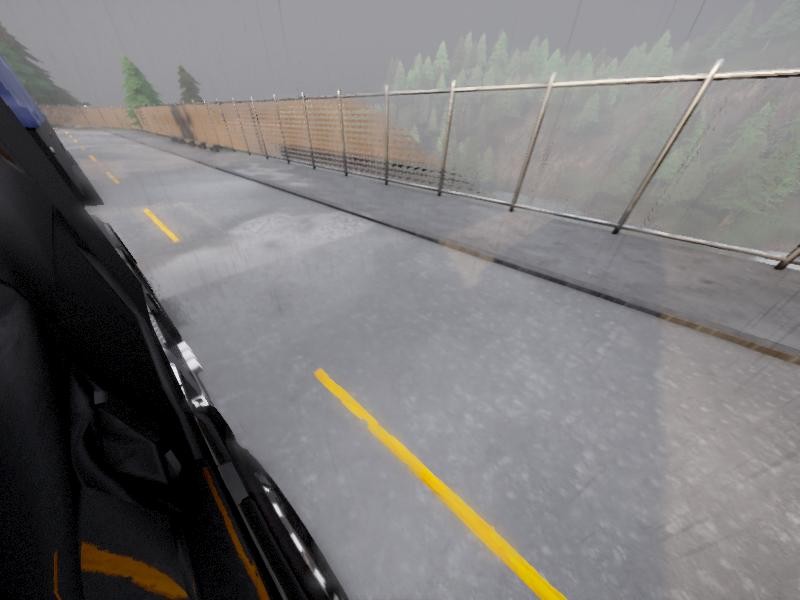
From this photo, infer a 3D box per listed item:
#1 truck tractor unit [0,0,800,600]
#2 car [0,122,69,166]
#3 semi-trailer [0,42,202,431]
[{"bbox_3d":[-2.645,-0.295,0.351,6.516,4.208,3.053,28,44,30],"label":"truck tractor unit"},{"bbox_3d":[-20.311,-8.624,12.591,5.238,1.638,1.930,28,43,30],"label":"car"},{"bbox_3d":[-8.701,-3.595,4.236,14.254,4.402,2.717,28,44,30],"label":"semi-trailer"}]
